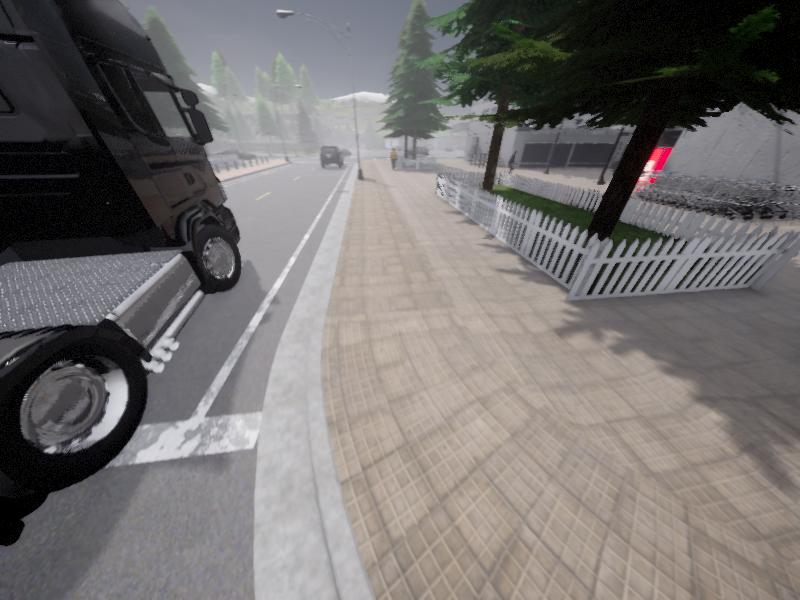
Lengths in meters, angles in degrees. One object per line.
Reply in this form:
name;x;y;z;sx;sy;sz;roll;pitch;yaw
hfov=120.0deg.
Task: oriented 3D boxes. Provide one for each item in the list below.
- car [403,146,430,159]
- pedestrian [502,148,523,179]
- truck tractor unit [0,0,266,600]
car;2.939;-26.614;41.653;4.605;1.855;1.932;-4;34;-6
pedestrian;8.063;-9.802;16.616;0.751;1.860;0.751;22;40;28
truck tractor unit;-3.921;-0.810;1.536;3.053;4.208;6.516;-8;35;-12
